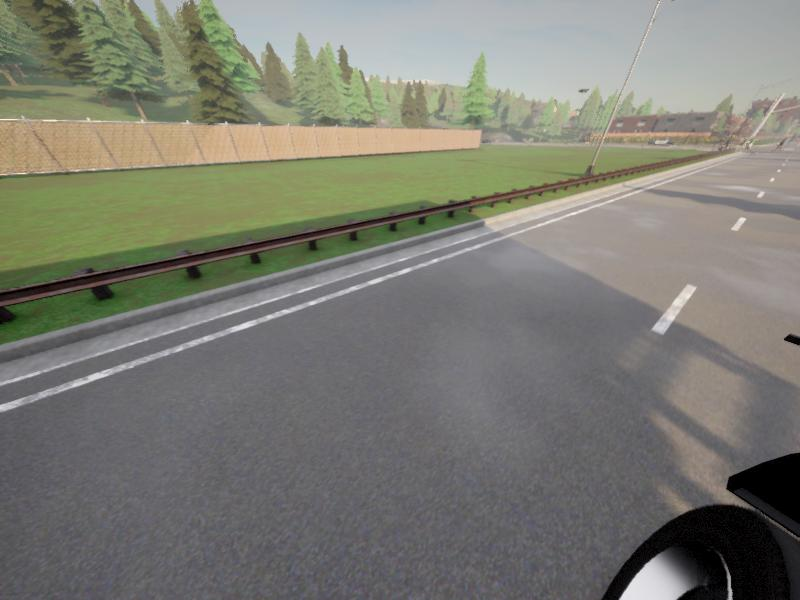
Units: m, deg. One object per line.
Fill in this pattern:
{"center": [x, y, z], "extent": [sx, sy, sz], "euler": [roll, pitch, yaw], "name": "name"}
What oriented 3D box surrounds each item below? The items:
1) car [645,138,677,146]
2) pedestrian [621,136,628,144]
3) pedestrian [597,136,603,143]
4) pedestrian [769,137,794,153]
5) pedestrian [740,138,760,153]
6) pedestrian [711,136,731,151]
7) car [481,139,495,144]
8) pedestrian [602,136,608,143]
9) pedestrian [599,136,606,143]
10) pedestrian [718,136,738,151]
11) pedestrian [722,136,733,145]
{"center": [66.229, -40.145, 58.717], "extent": [2.038, 1.542, 4.974], "euler": [-22, 40, -27], "name": "car"}
{"center": [67.693, -48.317, 69.731], "extent": [0.751, 1.860, 0.751], "euler": [-22, 40, -27], "name": "pedestrian"}
{"center": [64.018, -51.226, 73.885], "extent": [0.751, 1.860, 0.751], "euler": [-21, 40, -27], "name": "pedestrian"}
{"center": [53.856, -21.844, 32.652], "extent": [0.751, 1.860, 0.751], "euler": [-3, 35, -4], "name": "pedestrian"}
{"center": [51.850, -22.934, 34.214], "extent": [0.751, 1.860, 0.751], "euler": [-17, 39, -22], "name": "pedestrian"}
{"center": [50.805, -24.766, 36.554], "extent": [0.751, 1.860, 0.751], "euler": [5, 36, 8], "name": "pedestrian"}
{"center": [30.433, -54.801, 79.910], "extent": [1.816, 1.474, 4.193], "euler": [-22, 41, -27], "name": "car"}
{"center": [64.859, -50.640, 73.047], "extent": [0.751, 1.860, 0.751], "euler": [-21, 40, -27], "name": "pedestrian"}
{"center": [64.396, -50.941, 73.479], "extent": [0.751, 1.860, 0.751], "euler": [-16, 38, -21], "name": "pedestrian"}
{"center": [51.421, -24.553, 36.243], "extent": [0.751, 1.860, 0.751], "euler": [5, 36, 8], "name": "pedestrian"}
{"center": [81.095, -39.559, 57.204], "extent": [0.751, 1.860, 0.751], "euler": [-24, 41, -29], "name": "pedestrian"}
